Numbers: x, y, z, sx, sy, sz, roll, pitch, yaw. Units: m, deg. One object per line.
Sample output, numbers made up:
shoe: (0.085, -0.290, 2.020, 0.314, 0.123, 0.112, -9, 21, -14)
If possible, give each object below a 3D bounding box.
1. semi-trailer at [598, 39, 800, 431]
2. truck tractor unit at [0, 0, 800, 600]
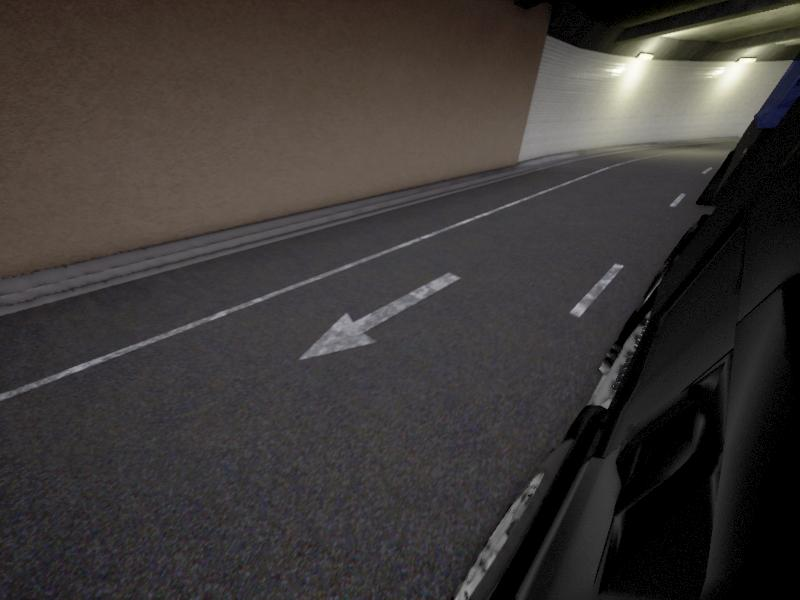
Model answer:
semi-trailer: (8.692, -3.605, 4.240, 14.254, 4.402, 2.717, -28, 43, -30)
truck tractor unit: (2.645, -0.295, 0.352, 6.516, 4.208, 3.053, -28, 44, -30)
